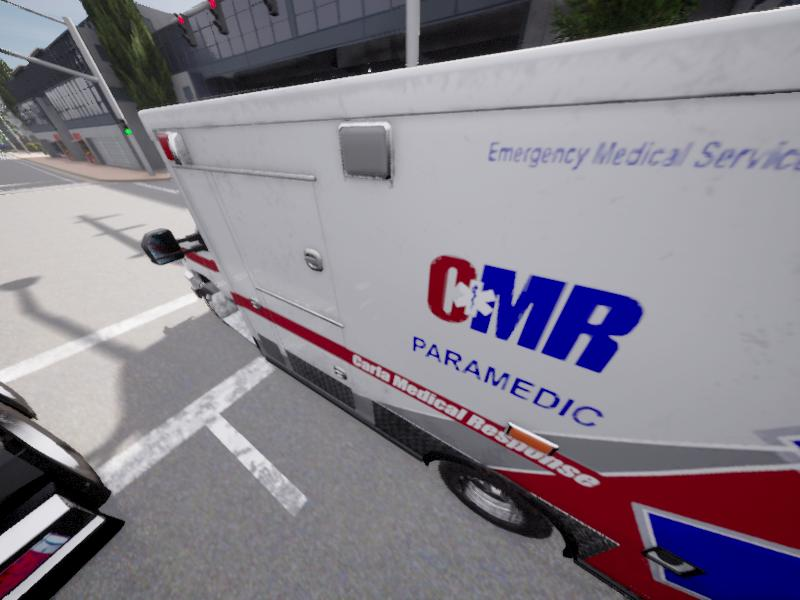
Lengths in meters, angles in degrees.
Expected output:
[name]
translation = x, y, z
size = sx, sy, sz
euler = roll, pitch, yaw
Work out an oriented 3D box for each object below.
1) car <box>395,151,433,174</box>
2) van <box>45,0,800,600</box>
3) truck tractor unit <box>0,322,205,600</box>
[car]
translation = 1.299, -11.826, 19.739
size = 1.994, 1.385, 4.181
euler = 12, 37, 17
[van]
translation = -0.040, -0.338, 2.360
size = 6.366, 2.431, 2.351
euler = 19, 39, 25
[truck tractor unit]
translation = -5.208, -0.189, 0.628
size = 6.516, 4.208, 3.053
euler = 14, 38, 19
